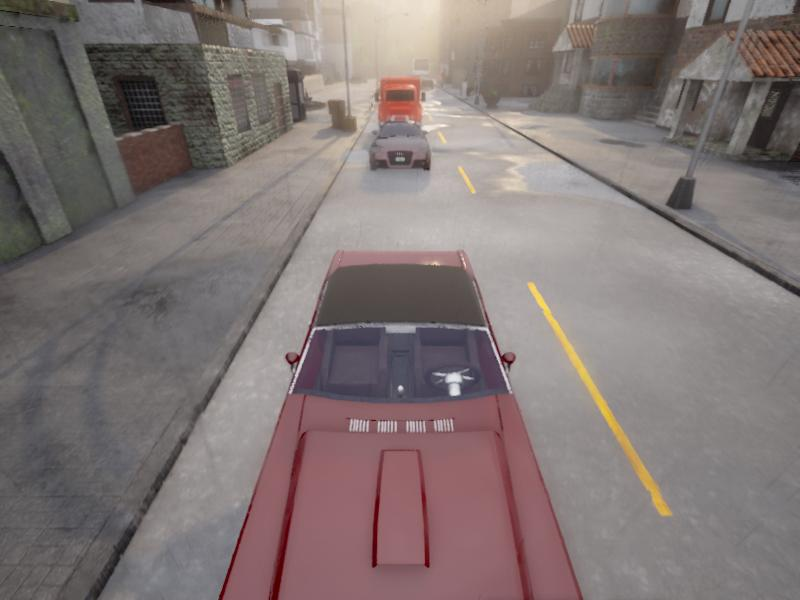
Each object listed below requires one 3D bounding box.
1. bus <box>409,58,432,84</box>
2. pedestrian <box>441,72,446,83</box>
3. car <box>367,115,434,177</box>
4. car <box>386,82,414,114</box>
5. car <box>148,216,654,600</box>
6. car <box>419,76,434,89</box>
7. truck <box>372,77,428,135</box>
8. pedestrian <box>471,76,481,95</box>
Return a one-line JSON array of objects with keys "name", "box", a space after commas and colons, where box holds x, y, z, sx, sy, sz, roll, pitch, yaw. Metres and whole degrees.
[{"name": "bus", "box": [3.885, -45.451, 79.308, 3.944, 4.253, 10.273, 0, 30, 0]}, {"name": "pedestrian", "box": [8.520, -43.725, 78.481, 0.751, 1.860, 0.751, -7, 31, -11]}, {"name": "car", "box": [0.003, -5.550, 14.096, 1.994, 1.385, 4.181, 0, 30, 0]}, {"name": "car", "box": [0.002, -15.240, 30.108, 1.905, 1.878, 3.866, 0, 30, 0]}, {"name": "car", "box": [0.005, 0.645, 3.599, 1.895, 1.301, 4.718, 0, 30, 0]}, {"name": "car", "box": [4.005, -32.917, 60.513, 1.930, 1.638, 5.238, 0, 30, 0]}, {"name": "truck", "box": [0.004, -10.719, 21.830, 2.627, 2.467, 5.204, 0, 30, 0]}, {"name": "pedestrian", "box": [8.674, -24.460, 45.615, 0.751, 1.860, 0.751, 0, 30, -1]}]
